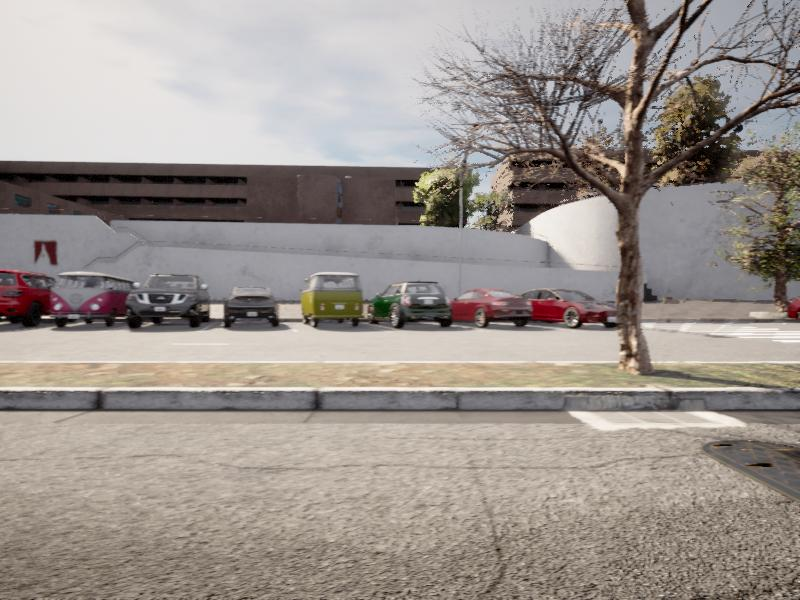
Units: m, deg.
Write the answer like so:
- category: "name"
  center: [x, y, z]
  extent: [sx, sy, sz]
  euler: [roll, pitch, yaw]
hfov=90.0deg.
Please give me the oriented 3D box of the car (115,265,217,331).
- category: "car"
  center: [-8.700, -0.020, 15.539]
  extent: [2.435, 2.045, 5.566]
  euler: [1, -1, -20]

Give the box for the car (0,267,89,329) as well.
- category: "car"
  center: [-14.696, -0.023, 15.595]
  extent: [2.435, 2.045, 5.566]
  euler: [0, -1, -20]

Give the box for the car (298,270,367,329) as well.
- category: "car"
  center: [-2.792, 0.011, 15.668]
  extent: [1.878, 1.987, 4.442]
  euler: [0, -1, -20]

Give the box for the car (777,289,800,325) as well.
- category: "car"
  center: [18.240, 0.275, 15.514]
  extent: [2.163, 1.488, 4.792]
  euler: [1, -1, -20]

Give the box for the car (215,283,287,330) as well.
- category: "car"
  center: [-5.732, 0.235, 15.552]
  extent: [2.231, 1.521, 4.892]
  euler: [0, -1, -20]

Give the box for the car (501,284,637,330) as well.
- category: "car"
  center: [6.234, 0.269, 15.524]
  extent: [2.163, 1.488, 4.792]
  euler: [1, -1, -20]

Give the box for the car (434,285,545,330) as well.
- category: "car"
  center: [3.215, 0.278, 15.547]
  extent: [2.002, 1.452, 4.674]
  euler: [0, -1, -20]

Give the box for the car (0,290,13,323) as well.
- category: "car"
  center: [-17.668, 0.260, 15.564]
  extent: [2.002, 1.452, 4.674]
  euler: [0, -1, -20]

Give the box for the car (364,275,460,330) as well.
- category: "car"
  center: [0.243, 0.111, 15.526]
  extent: [2.185, 1.767, 4.553]
  euler: [0, -1, -20]

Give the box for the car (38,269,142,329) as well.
- category: "car"
  center: [-11.653, 0.003, 15.458]
  extent: [1.878, 1.987, 4.442]
  euler: [1, -1, -20]
